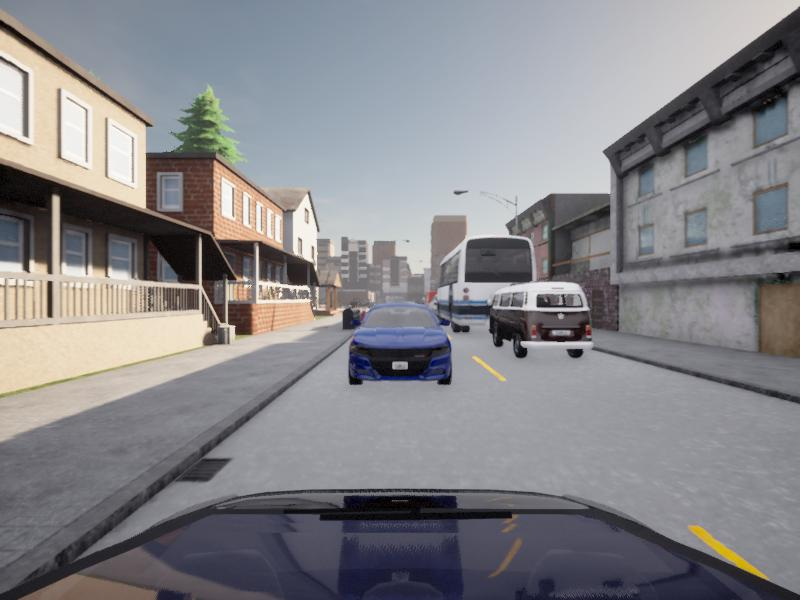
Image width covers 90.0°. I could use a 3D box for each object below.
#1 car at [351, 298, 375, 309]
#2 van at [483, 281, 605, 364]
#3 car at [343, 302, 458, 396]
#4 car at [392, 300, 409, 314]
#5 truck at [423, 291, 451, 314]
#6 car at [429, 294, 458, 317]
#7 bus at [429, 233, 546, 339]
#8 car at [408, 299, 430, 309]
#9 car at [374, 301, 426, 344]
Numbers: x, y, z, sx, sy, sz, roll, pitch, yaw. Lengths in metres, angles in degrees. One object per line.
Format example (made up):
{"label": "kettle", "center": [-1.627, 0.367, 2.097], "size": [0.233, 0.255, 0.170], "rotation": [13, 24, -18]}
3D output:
{"label": "car", "center": [-5.952, 0.554, 64.762], "size": [3.866, 1.878, 1.905], "rotation": [0, 0, -1]}
{"label": "van", "center": [4.010, 0.554, 12.100], "size": [2.069, 2.038, 4.480], "rotation": [0, 0, 0]}
{"label": "car", "center": [0.006, 0.809, 9.053], "size": [1.882, 1.535, 5.008], "rotation": [0, 0, 0]}
{"label": "car", "center": [0.015, 0.790, 45.375], "size": [1.816, 1.474, 4.193], "rotation": [0, 0, 0]}
{"label": "truck", "center": [4.142, 0.292, 45.890], "size": [2.627, 2.467, 5.204], "rotation": [0, 0, -2]}
{"label": "car", "center": [4.046, 0.514, 38.424], "size": [2.150, 2.045, 5.566], "rotation": [0, 0, 0]}
{"label": "bus", "center": [3.893, -0.565, 21.213], "size": [3.944, 4.253, 10.273], "rotation": [0, 0, 0]}
{"label": "car", "center": [3.348, 0.680, 69.970], "size": [2.033, 1.649, 4.856], "rotation": [2, 1, 28]}
{"label": "car", "center": [0.012, 0.820, 16.650], "size": [1.837, 1.490, 4.892], "rotation": [0, 0, 0]}
